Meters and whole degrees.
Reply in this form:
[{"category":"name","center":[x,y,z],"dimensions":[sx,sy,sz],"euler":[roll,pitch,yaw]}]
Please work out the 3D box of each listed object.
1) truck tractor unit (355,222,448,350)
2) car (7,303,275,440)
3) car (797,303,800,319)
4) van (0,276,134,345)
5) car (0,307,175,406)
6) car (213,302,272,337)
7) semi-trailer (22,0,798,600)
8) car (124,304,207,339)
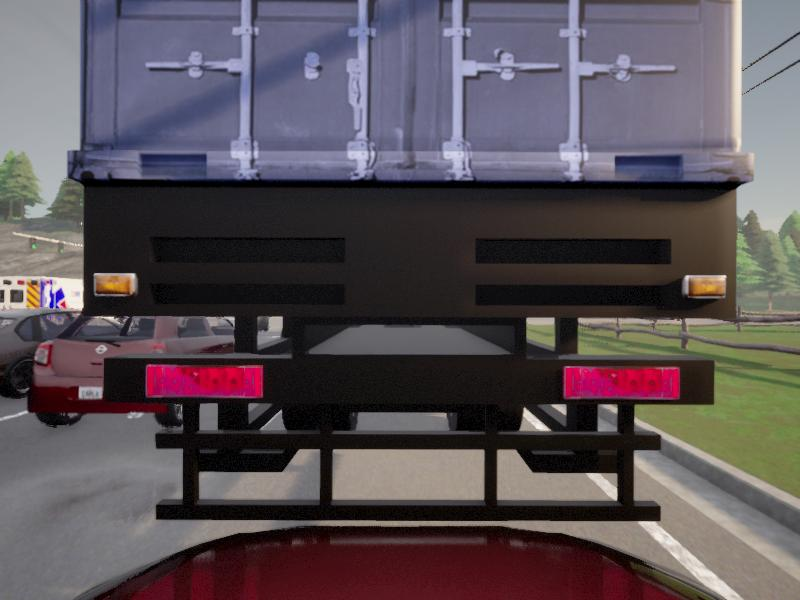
[{"category":"truck tractor unit","center":[-0.005,-0.458,16.457],"dimensions":[3.053,4.208,6.516],"euler":[0,0,-1]},{"category":"car","center":[-3.480,0.819,6.305],"dimensions":[1.845,1.501,3.633],"euler":[0,0,0]},{"category":"car","center":[41.428,1.090,38.285],"dimensions":[5.008,1.535,1.882],"euler":[0,0,1]},{"category":"van","center":[-14.421,0.381,17.195],"dimensions":[2.351,2.431,6.366],"euler":[0,0,-8]},{"category":"car","center":[-6.971,0.882,7.865],"dimensions":[2.033,1.411,5.357],"euler":[0,0,0]},{"category":"car","center":[-7.416,0.861,19.239],"dimensions":[1.845,1.501,3.633],"euler":[0,0,-8]},{"category":"semi-trailer","center":[0.032,-0.609,8.539],"dimensions":[2.717,4.402,14.254],"euler":[0,0,0]},{"category":"car","center":[-11.169,0.918,19.564],"dimensions":[2.033,1.411,5.357],"euler":[0,0,-13]}]
